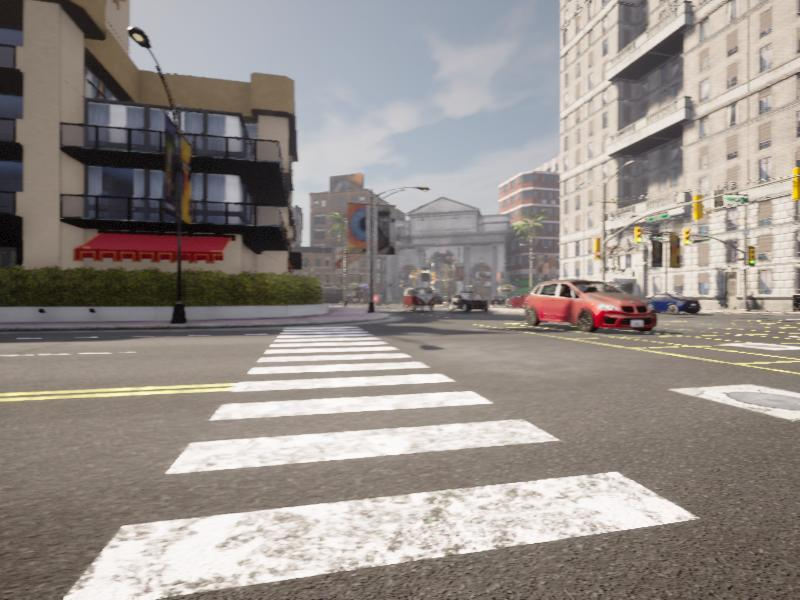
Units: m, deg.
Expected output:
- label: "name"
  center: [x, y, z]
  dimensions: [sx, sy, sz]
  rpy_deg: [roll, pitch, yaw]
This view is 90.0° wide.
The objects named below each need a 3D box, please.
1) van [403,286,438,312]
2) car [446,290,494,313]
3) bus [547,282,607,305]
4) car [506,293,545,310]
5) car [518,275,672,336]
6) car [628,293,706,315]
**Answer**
- label: "van"
  center: [1.636, -0.067, 33.500]
  dimensions: [1.775, 1.987, 4.442]
  rpy_deg: [0, 0, -13]
- label: "car"
  center: [5.521, 0.113, 32.171]
  dimensions: [1.930, 1.638, 5.238]
  rpy_deg: [0, 0, -13]
- label: "bus"
  center: [34.183, -1.251, 77.279]
  dimensions: [10.273, 4.253, 3.944]
  rpy_deg: [0, 0, -12]
- label: "car"
  center: [12.174, 0.124, 39.082]
  dimensions: [1.851, 1.617, 3.988]
  rpy_deg: [0, 0, -13]
- label: "car"
  center: [6.141, 0.132, 13.403]
  dimensions: [2.242, 1.667, 4.611]
  rpy_deg: [0, 0, -13]
- label: "car"
  center: [18.389, 0.271, 27.788]
  dimensions: [1.994, 1.385, 4.181]
  rpy_deg: [0, 0, -17]
